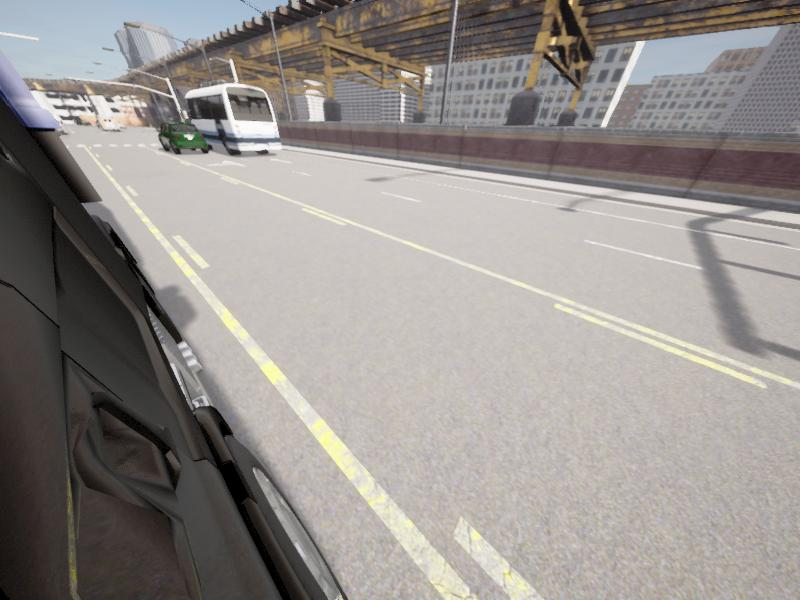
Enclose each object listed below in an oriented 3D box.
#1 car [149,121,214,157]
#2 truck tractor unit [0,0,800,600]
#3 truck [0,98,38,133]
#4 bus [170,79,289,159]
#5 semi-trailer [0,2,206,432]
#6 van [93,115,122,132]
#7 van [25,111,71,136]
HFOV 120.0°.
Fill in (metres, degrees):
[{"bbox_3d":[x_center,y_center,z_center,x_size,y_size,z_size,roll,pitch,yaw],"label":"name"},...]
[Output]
[{"bbox_3d":[-17.660,-13.084,18.648,5.566,2.045,2.150,28,44,31],"label":"car"},{"bbox_3d":[-2.645,-0.295,0.352,6.516,4.208,3.053,28,44,30],"label":"truck tractor unit"},{"bbox_3d":[-58.658,-27.726,34.722,8.468,3.827,2.891,28,44,31],"label":"truck"},{"bbox_3d":[-14.385,-14.875,19.396,10.273,4.253,3.944,28,44,31],"label":"bus"},{"bbox_3d":[-9.017,-3.342,3.925,14.254,4.402,2.717,24,41,26],"label":"semi-trailer"},{"bbox_3d":[-58.095,-35.100,45.912,6.366,2.431,2.351,28,44,31],"label":"van"},{"bbox_3d":[-47.466,-23.857,31.275,6.366,2.431,2.351,29,44,31],"label":"van"}]
